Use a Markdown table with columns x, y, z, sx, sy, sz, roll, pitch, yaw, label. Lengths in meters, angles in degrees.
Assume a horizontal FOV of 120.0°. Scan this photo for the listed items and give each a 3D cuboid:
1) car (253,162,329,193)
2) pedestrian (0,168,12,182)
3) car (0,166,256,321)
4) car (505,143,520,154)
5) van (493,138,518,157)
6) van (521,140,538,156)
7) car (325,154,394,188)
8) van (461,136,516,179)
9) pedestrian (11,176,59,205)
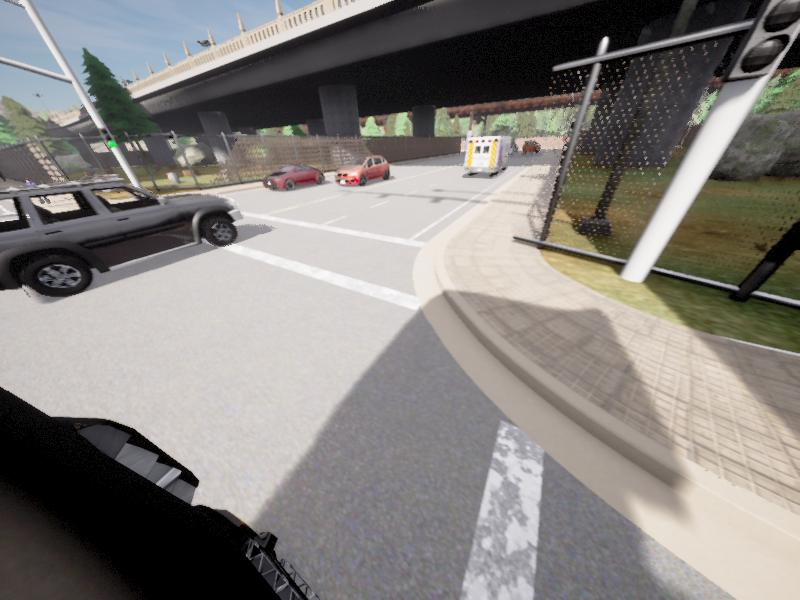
| x | y | z | sx | sy | sz | roll | pitch | yaw | label |
| --- | --- | --- | --- | --- | --- | --- | --- | --- | --- |
| -7.195 | -8.444 | 15.778 | 1.994 | 1.385 | 4.181 | 16 | 38 | 26 | car |
| -48.922 | -15.498 | 28.181 | 0.751 | 1.860 | 0.751 | 18 | 39 | 28 | pedestrian |
| -6.384 | -1.772 | 5.273 | 1.932 | 1.855 | 4.605 | 16 | 39 | 26 | car |
| 21.883 | -29.403 | 44.859 | 1.851 | 1.617 | 3.988 | 16 | 38 | 26 | car |
| 18.060 | -26.002 | 39.311 | 2.351 | 2.431 | 6.366 | 16 | 38 | 26 | van |
| 21.996 | -25.822 | 39.178 | 1.775 | 1.987 | 4.442 | 16 | 38 | 26 | van |
| -2.625 | -9.231 | 16.376 | 2.242 | 1.667 | 4.611 | 16 | 38 | 26 | car |
| 7.156 | -11.426 | 18.320 | 2.351 | 2.431 | 6.366 | 17 | 38 | 26 | van |
| -19.972 | -6.038 | 12.683 | 0.751 | 1.300 | 0.751 | -30 | 42 | -34 | pedestrian |
